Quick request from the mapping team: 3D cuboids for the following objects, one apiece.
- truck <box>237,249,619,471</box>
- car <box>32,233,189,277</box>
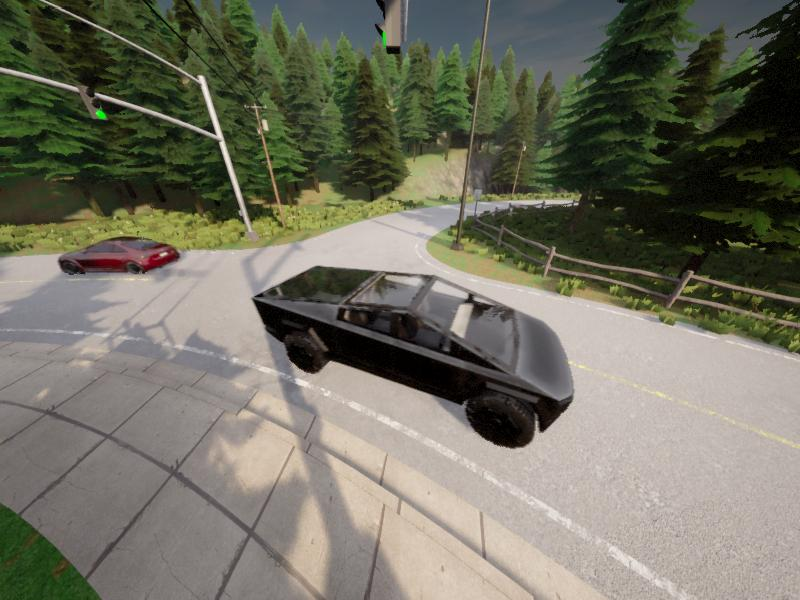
[{"bbox_3d":[0.036,0.624,5.127,6.274,2.098,2.390,12,32,20],"label":"truck"},{"bbox_3d":[-12.904,-2.132,10.634,4.181,1.385,1.994,0,30,0],"label":"car"}]
